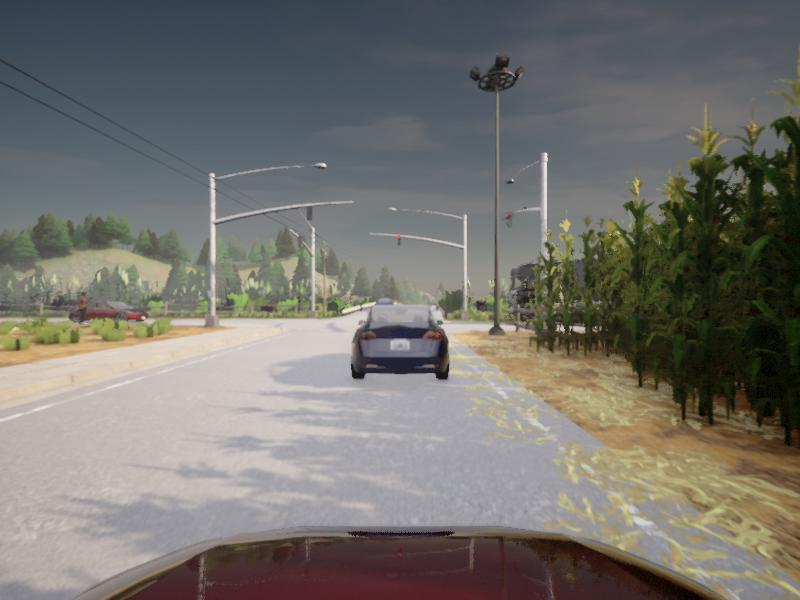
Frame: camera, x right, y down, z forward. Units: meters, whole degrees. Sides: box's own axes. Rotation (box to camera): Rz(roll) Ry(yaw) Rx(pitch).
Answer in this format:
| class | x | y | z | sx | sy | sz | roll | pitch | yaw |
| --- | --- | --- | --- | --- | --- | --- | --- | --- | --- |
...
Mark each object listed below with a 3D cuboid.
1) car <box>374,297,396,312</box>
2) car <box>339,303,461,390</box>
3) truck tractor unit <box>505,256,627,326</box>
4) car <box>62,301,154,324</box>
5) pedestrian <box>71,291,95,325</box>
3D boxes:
| class | x | y | z | sx | sy | sz | roll | pitch | yaw |
| --- | --- | --- | --- | --- | --- | --- | --- | --- | --- |
| car | -1.658 | 0.460 | 44.636 | 1.812 | 1.442 | 4.674 | 0 | 3 | 6 |
| car | 0.015 | 0.848 | 9.475 | 2.163 | 1.488 | 4.792 | 0 | 0 | 0 |
| truck tractor unit | 10.426 | -0.527 | 25.691 | 6.516 | 4.208 | 3.053 | 0 | 0 | 0 |
| car | -19.759 | 0.806 | 27.240 | 4.792 | 1.488 | 2.163 | 0 | 0 | 3 |
| pedestrian | -17.453 | 0.442 | 22.042 | 0.751 | 1.860 | 0.751 | 0 | 0 | 14 |
